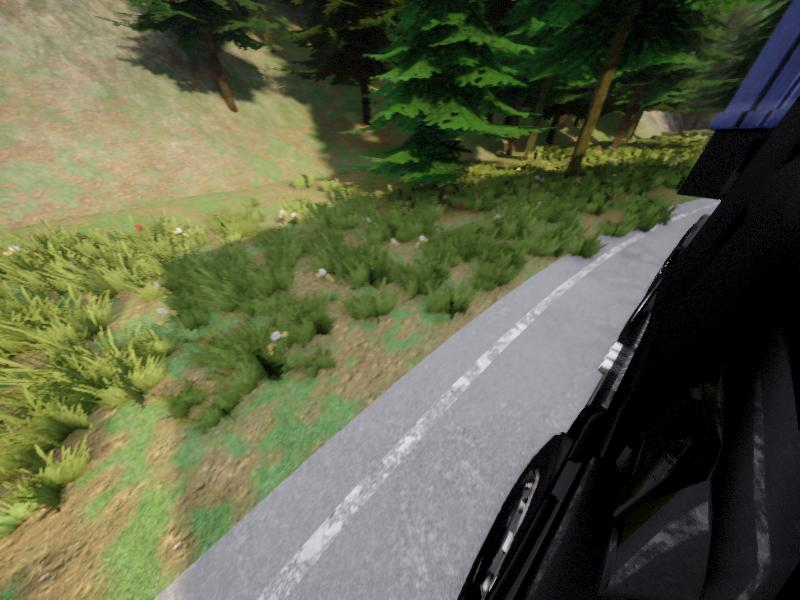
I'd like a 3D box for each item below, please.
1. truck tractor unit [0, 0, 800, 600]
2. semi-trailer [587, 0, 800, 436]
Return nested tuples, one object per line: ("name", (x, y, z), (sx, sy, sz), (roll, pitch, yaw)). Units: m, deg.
("truck tractor unit", (2.645, -0.295, 0.351), (6.516, 4.208, 3.053), (-28, 44, -30))
("semi-trailer", (9.583, -2.780, 3.074), (14.254, 4.402, 2.717), (-16, 38, -18))
